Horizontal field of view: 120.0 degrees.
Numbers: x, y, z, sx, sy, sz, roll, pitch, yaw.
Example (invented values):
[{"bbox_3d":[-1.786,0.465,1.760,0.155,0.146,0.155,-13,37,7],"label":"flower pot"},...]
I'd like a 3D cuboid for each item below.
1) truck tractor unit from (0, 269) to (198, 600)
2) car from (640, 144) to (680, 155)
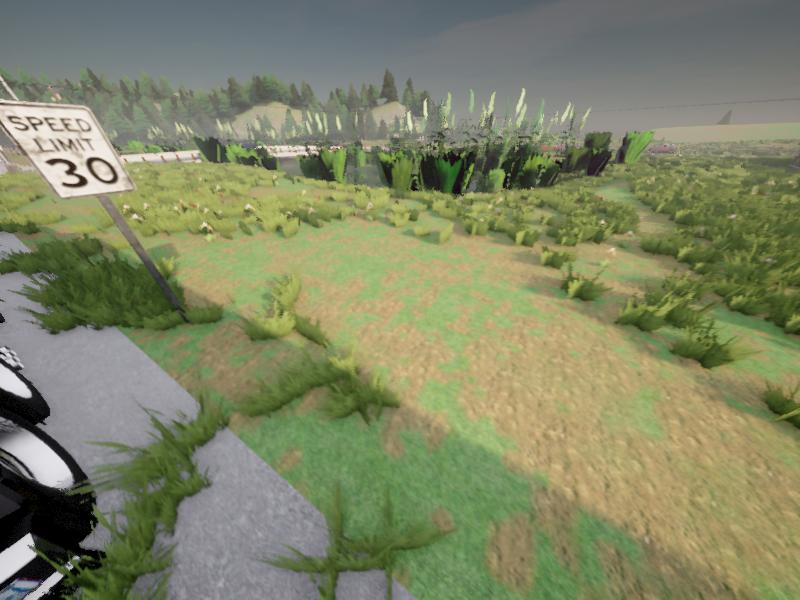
[{"bbox_3d":[-5.120,-0.292,0.768,6.516,4.208,3.053,18,39,24],"label":"truck tractor unit"},{"bbox_3d":[41.844,-24.322,37.276,3.806,1.475,1.970,22,41,29],"label":"car"}]
